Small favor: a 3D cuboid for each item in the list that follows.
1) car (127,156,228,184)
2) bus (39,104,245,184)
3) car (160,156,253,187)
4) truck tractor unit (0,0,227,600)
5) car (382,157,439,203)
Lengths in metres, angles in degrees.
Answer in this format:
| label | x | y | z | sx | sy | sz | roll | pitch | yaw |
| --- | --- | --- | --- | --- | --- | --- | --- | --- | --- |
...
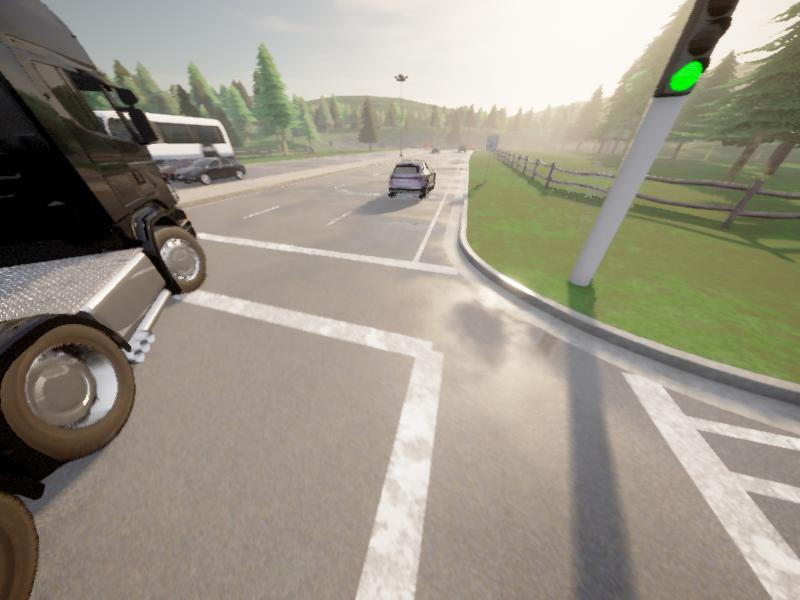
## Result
| label | x | y | z | sx | sy | sz | roll | pitch | yaw |
| --- | --- | --- | --- | --- | --- | --- | --- | --- | --- |
| car | -16.694 | -10.132 | 17.846 | 2.033 | 1.411 | 5.357 | 8 | 35 | 11 |
| bus | -19.472 | -12.902 | 19.385 | 3.944 | 4.253 | 10.273 | 8 | 35 | 12 |
| car | -13.460 | -9.328 | 16.572 | 1.837 | 1.490 | 4.892 | 8 | 35 | 11 |
| truck tractor unit | -4.273 | -0.730 | 1.449 | 3.053 | 4.208 | 6.516 | -16 | 37 | -19 |
| car | 0.758 | -6.767 | 12.681 | 2.033 | 1.649 | 4.856 | 8 | 35 | 12 |
